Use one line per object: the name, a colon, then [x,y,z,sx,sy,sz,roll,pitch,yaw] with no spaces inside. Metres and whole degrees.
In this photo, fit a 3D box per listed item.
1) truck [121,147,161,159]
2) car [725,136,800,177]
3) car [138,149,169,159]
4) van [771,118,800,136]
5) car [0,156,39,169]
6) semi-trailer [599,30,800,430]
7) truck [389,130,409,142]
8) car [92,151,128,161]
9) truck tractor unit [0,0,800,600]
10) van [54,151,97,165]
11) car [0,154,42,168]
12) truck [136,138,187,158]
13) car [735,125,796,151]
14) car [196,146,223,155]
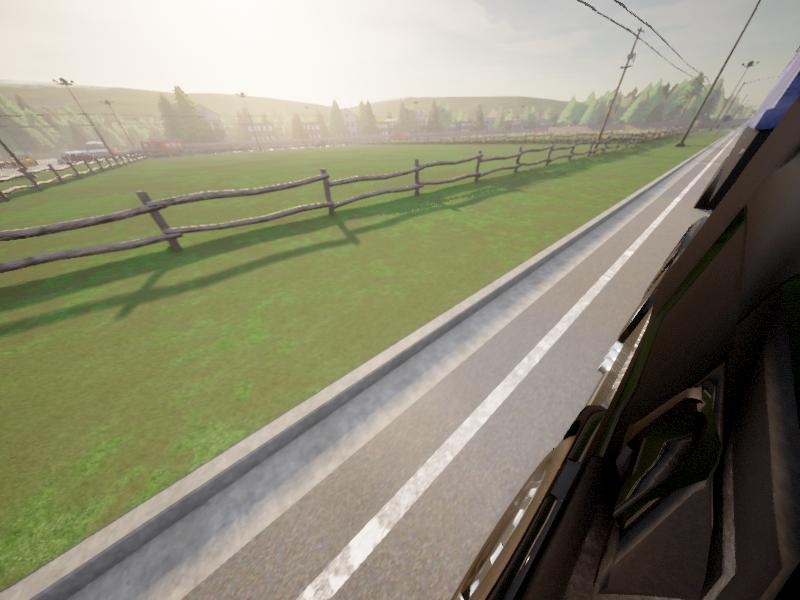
truck: [-63.294,-36.065,56.623,6.274,2.098,2.390,-29,43,-32]
car: [18.365,-7.243,11.503,4.181,1.385,1.994,-27,42,-30]
car: [-56.994,-33.799,53.523,4.611,1.667,2.242,-27,42,-30]
van: [57.969,-25.613,34.105,2.069,2.038,4.480,29,46,35]
car: [-70.796,-25.324,42.540,1.882,1.535,5.008,-10,36,-11]
semi-trailer: [8.695,-3.547,4.318,14.254,4.402,2.717,-27,42,-30]
truck: [-0.267,-69.011,97.218,8.468,3.827,2.891,-27,42,-30]
car: [-71.845,-35.679,57.299,2.152,1.651,5.027,16,40,24]
truck tractor unit: [2.645,-0.295,0.352,6.516,4.208,3.053,-28,44,-30]
van: [-64.950,-28.684,46.440,2.069,2.038,4.480,-4,36,-3]
car: [-74.877,-27.340,45.341,1.932,1.855,4.605,-7,36,-6]
truck: [-62.179,-40.018,60.604,8.468,3.827,2.891,-27,42,-30]
car: [31.769,-14.254,20.245,5.027,1.651,2.152,-27,42,-30]
car: [-50.559,-39.766,61.381,5.238,1.638,1.930,-27,42,-30]
